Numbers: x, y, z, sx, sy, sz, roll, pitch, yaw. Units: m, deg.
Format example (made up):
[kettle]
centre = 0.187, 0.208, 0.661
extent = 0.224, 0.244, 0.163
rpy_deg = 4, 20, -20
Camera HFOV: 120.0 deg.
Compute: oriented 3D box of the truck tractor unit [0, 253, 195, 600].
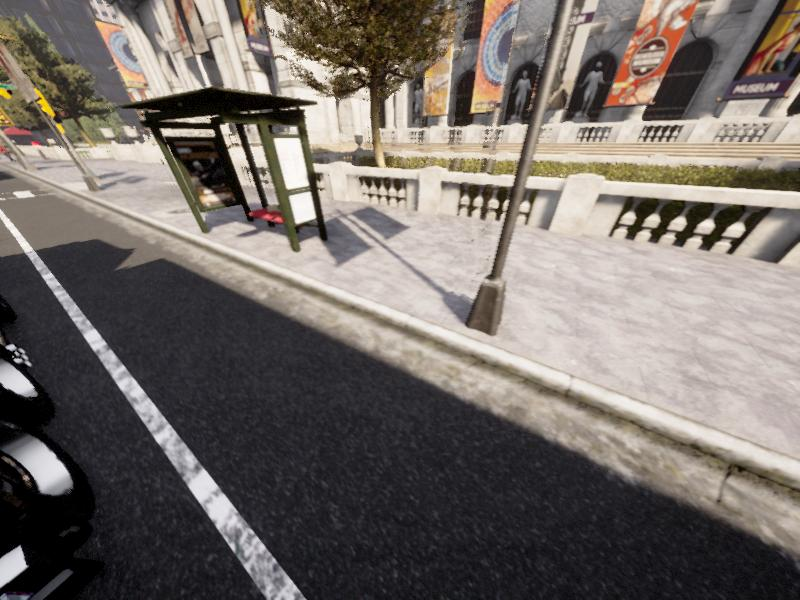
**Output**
[truck tractor unit]
centre = -5.094, -0.318, 0.803
extent = 6.516, 4.208, 3.053
rpy_deg = 19, 39, 25
